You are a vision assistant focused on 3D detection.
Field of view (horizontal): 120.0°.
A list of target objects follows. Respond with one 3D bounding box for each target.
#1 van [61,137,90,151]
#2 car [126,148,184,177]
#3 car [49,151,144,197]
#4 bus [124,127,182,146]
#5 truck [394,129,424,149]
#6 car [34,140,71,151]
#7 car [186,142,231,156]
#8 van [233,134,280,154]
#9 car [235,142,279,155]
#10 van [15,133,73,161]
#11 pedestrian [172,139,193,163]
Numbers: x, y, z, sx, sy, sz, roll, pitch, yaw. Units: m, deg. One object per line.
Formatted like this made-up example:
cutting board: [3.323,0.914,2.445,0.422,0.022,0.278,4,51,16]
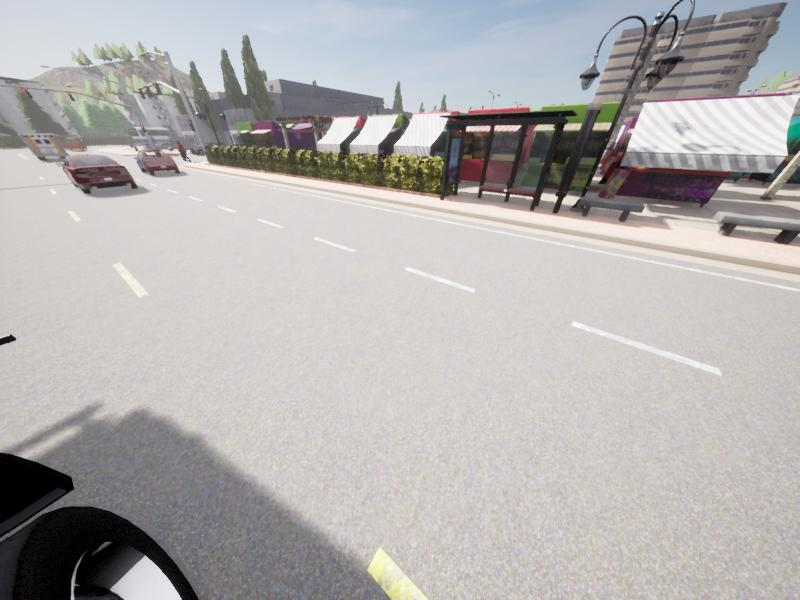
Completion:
van: [-59.705,-28.757,42.598,1.775,1.987,4.442,-26,43,-32]
car: [-17.694,-10.006,16.668,3.633,1.501,1.845,25,42,31]
car: [-15.539,-6.564,11.790,5.008,1.535,1.882,23,41,28]
bus: [-71.338,-47.571,67.248,3.944,4.253,10.273,7,36,10]
truck: [2.317,-39.676,56.925,2.891,3.827,8.468,23,41,29]
car: [-64.205,-28.737,42.853,2.152,1.651,5.027,-22,41,-28]
car: [-28.138,-22.296,34.043,2.007,1.525,4.514,24,41,30]
van: [-23.698,-26.112,38.611,1.988,2.561,5.915,24,41,29]
car: [-22.057,-23.586,35.869,1.801,1.575,5.366,24,42,30]
van: [-41.147,-17.731,26.692,6.366,2.431,2.351,22,41,28]
pedestrian: [-20.462,-14.033,21.771,0.751,1.860,0.751,-27,44,-33]
